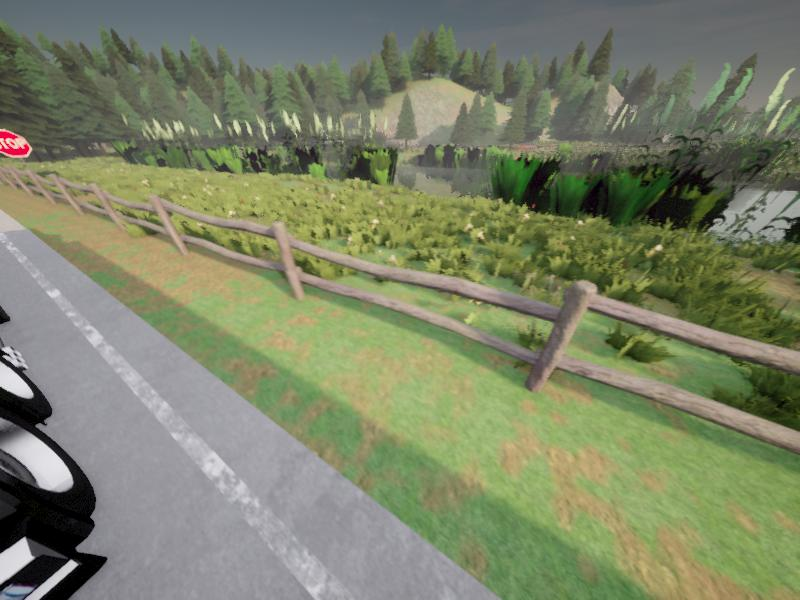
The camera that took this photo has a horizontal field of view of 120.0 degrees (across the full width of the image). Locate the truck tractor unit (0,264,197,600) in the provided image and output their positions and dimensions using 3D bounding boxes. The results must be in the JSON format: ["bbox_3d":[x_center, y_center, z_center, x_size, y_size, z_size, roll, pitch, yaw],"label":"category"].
[{"bbox_3d":[-5.118,-0.290,0.796,6.516,4.208,3.053,18,39,25],"label":"truck tractor unit"}]

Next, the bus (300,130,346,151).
[{"bbox_3d":[-19.811,-41.306,59.758,10.273,4.253,3.944,12,37,17],"label":"bus"}]

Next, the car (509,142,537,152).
[{"bbox_3d":[25.384,-31.662,47.730,4.553,1.767,2.097,16,38,21],"label":"car"}]
